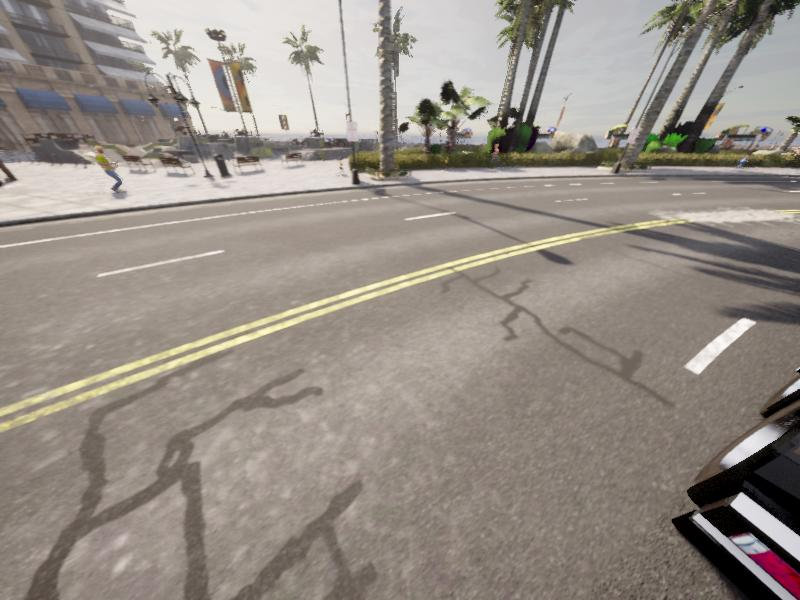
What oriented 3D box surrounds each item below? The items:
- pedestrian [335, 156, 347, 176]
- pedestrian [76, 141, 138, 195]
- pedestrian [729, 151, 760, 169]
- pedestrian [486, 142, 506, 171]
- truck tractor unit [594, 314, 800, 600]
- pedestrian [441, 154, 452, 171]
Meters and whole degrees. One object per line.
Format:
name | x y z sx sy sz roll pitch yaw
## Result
pedestrian | -3.826 -8.702 14.982 0.500 1.100 0.500 -20 40 -27
pedestrian | -12.204 -5.531 9.711 0.751 1.860 0.751 -22 41 -29
pedestrian | 30.934 -12.568 20.767 0.751 1.300 0.751 1 35 1
pedestrian | 7.346 -11.054 17.812 0.751 1.860 0.751 -11 37 -15
truck tractor unit | 5.199 -0.201 0.650 6.516 4.208 3.053 -15 38 -20
pedestrian | 3.534 -10.411 17.507 0.500 1.100 0.500 -12 37 -17
